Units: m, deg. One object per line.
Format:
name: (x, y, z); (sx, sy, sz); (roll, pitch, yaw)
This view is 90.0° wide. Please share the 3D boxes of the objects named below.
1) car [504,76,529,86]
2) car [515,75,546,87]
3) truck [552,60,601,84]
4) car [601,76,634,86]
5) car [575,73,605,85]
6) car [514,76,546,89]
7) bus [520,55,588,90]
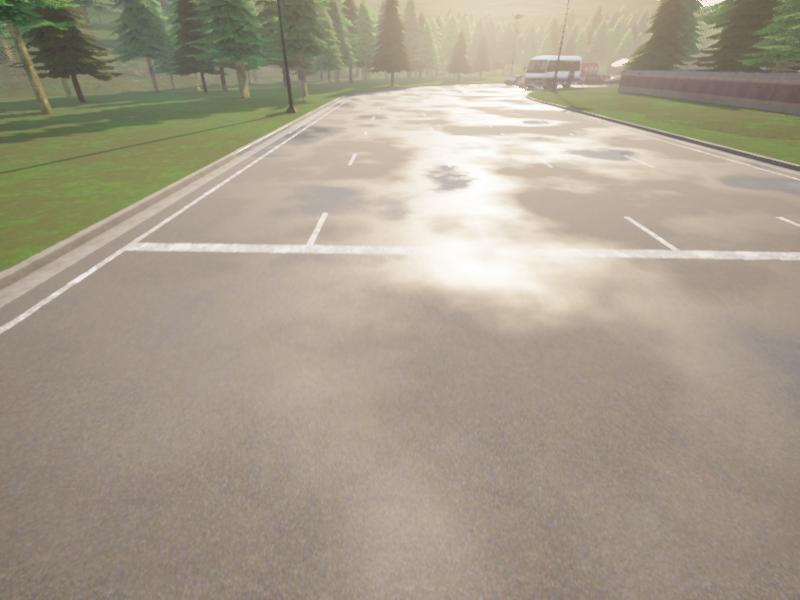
car: (20.321, -38.244, 69.746); (4.193, 1.474, 1.816); (-20, 36, -30)
car: (21.856, -36.706, 66.964); (4.856, 1.649, 2.033); (-20, 36, -30)
truck: (34.324, -44.483, 78.071); (8.468, 3.827, 2.891); (-12, 32, -19)
car: (38.192, -38.523, 70.234); (4.792, 1.488, 2.163); (-10, 32, -17)
car: (34.131, -39.806, 72.027); (4.605, 1.855, 1.932); (-12, 32, -19)
car: (20.314, -33.909, 62.296); (5.366, 1.575, 1.801); (-23, 37, -34)
bus: (22.888, -33.788, 59.403); (10.273, 4.253, 3.944); (-23, 37, -34)
